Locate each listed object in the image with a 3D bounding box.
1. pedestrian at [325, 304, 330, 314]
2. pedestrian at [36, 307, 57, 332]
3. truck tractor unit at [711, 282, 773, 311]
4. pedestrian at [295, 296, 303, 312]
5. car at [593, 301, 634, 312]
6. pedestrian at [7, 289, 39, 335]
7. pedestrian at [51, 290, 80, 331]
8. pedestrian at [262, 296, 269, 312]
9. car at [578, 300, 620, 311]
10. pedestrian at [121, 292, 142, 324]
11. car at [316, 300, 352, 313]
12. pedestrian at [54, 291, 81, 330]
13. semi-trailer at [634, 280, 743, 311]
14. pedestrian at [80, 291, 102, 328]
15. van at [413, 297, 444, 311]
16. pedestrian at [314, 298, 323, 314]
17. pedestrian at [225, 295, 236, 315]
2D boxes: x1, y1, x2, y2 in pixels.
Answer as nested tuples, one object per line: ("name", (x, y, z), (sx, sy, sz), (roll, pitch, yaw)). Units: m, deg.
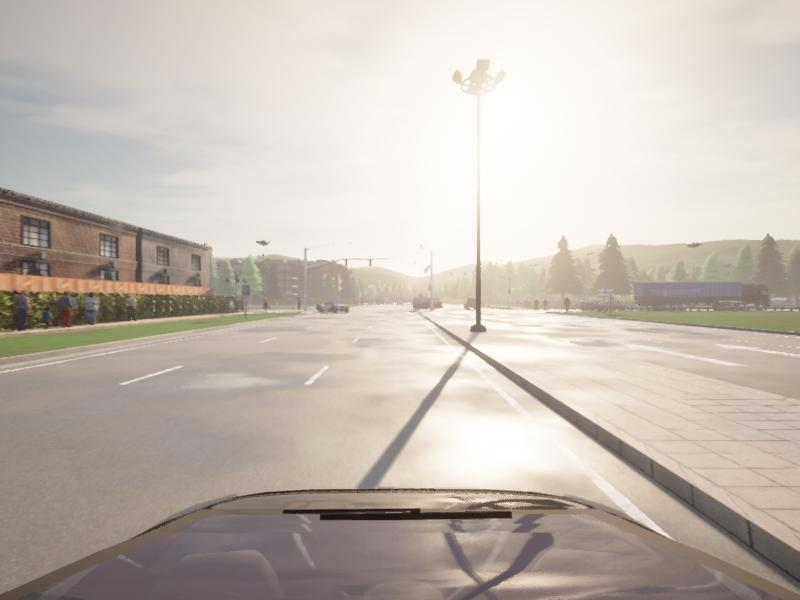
("pedestrian", (-8.433, 1.027, 46.334), (0.500, 1.100, 0.500), (0, 0, -1))
("pedestrian", (-15.724, 0.869, 17.792), (0.500, 1.100, 0.500), (0, 0, 0))
("truck tractor unit", (50.099, -0.512, 58.798), (6.516, 4.208, 3.053), (0, 0, -1))
("pedestrian", (-11.828, 0.464, 46.979), (0.751, 1.860, 0.751), (0, 0, -1))
("car", (29.340, 0.881, 55.155), (4.674, 1.442, 1.812), (0, 0, -1))
("pedestrian", (-15.732, 0.488, 16.691), (0.751, 1.860, 0.751), (0, 0, 25))
("pedestrian", (-15.632, 0.489, 18.698), (0.751, 1.860, 0.751), (0, 0, 1))
("pedestrian", (-16.275, 0.495, 48.405), (0.751, 1.860, 0.751), (0, 0, -13))
("car", (29.053, 0.793, 58.594), (5.027, 1.651, 2.152), (0, 0, -1))
("pedestrian", (-15.893, 0.490, 23.688), (0.751, 1.860, 0.751), (0, 0, 0))
("car", (-8.391, 0.837, 50.716), (2.038, 1.542, 4.974), (0, 0, -43))
("pedestrian", (-15.935, 0.489, 19.188), (0.751, 1.860, 0.751), (0, 0, -8))
("semi-trailer", (42.181, -0.608, 58.724), (14.254, 4.402, 2.717), (0, 0, -1))
("pedestrian", (-15.813, 0.489, 20.496), (0.751, 1.860, 0.751), (0, 0, -24))
("van", (4.122, 0.611, 58.338), (4.442, 1.987, 1.775), (0, 0, -1))
("pedestrian", (-9.539, 0.647, 46.666), (0.751, 1.860, 0.751), (0, 0, 19))
("pedestrian", (-16.019, 0.493, 37.851), (0.751, 1.860, 0.751), (0, 0, 0))
